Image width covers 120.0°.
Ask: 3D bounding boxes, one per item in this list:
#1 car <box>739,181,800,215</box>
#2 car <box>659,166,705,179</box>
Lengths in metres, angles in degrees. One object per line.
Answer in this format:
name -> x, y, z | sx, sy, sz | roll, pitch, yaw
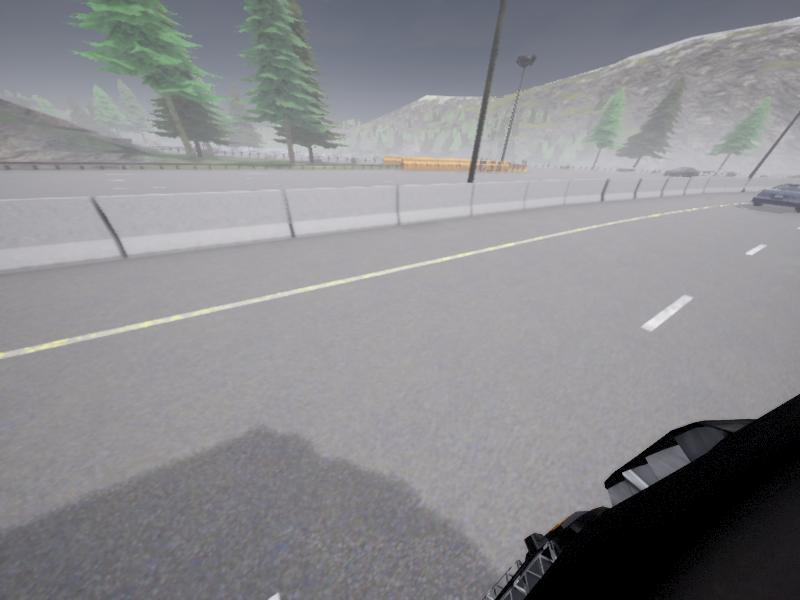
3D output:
car -> 23.697, -6.175, 13.766 | 5.357, 1.411, 2.033 | -9, 35, -17
car -> 42.123, -19.046, 34.517 | 5.008, 1.535, 1.882 | -6, 34, -13
